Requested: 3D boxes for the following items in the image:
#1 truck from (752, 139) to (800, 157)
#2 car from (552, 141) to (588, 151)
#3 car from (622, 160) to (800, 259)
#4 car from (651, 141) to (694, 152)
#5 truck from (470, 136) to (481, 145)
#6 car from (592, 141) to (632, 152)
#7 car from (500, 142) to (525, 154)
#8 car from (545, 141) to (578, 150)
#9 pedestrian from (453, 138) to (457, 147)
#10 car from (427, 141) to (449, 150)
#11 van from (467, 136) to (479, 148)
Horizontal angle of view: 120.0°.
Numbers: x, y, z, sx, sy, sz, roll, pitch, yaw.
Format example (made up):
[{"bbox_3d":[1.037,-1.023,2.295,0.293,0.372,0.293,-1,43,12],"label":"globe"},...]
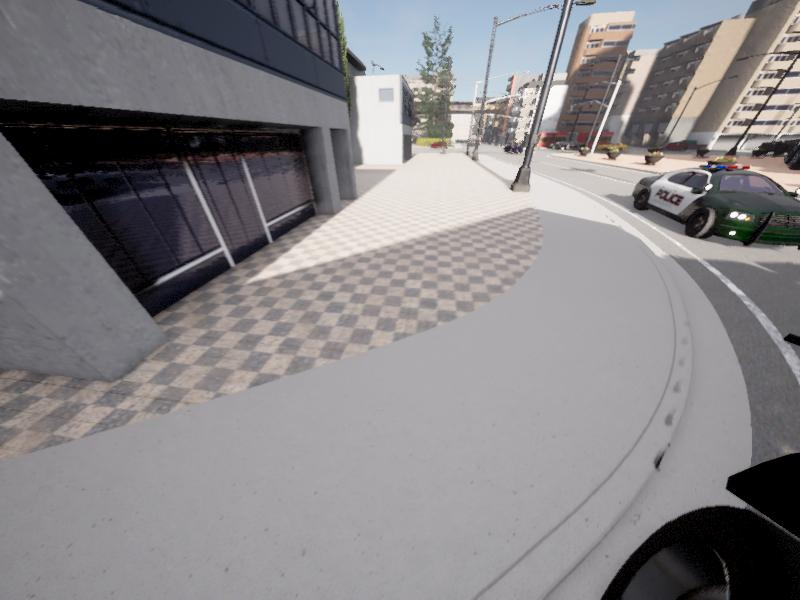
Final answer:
[{"bbox_3d":[58.977,-22.944,34.891,6.274,2.098,2.390,5,35,6],"label":"truck"},{"bbox_3d":[34.031,-30.889,46.269,5.238,1.638,1.930,4,35,6],"label":"car"},{"bbox_3d":[9.210,-2.996,6.753,2.038,1.542,4.974,10,36,15],"label":"car"},{"bbox_3d":[52.281,-29.411,44.366,4.856,1.649,2.033,5,35,6],"label":"car"},{"bbox_3d":[26.813,-56.758,82.261,2.627,2.467,5.204,4,35,7],"label":"truck"},{"bbox_3d":[41.627,-30.255,45.482,5.366,1.575,1.801,5,35,6],"label":"car"},{"bbox_3d":[18.182,-24.620,37.470,1.845,1.501,3.633,-3,35,-5],"label":"car"},{"bbox_3d":[34.222,-32.906,49.128,5.238,1.638,1.930,4,35,5],"label":"car"},{"bbox_3d":[14.639,-42.083,61.747,0.751,1.860,0.751,8,36,12],"label":"pedestrian"},{"bbox_3d":[8.601,-35.493,52.926,2.033,1.649,4.856,-26,42,-31],"label":"car"},{"bbox_3d":[20.077,-43.559,63.494,1.988,2.561,5.915,4,35,7],"label":"van"}]
